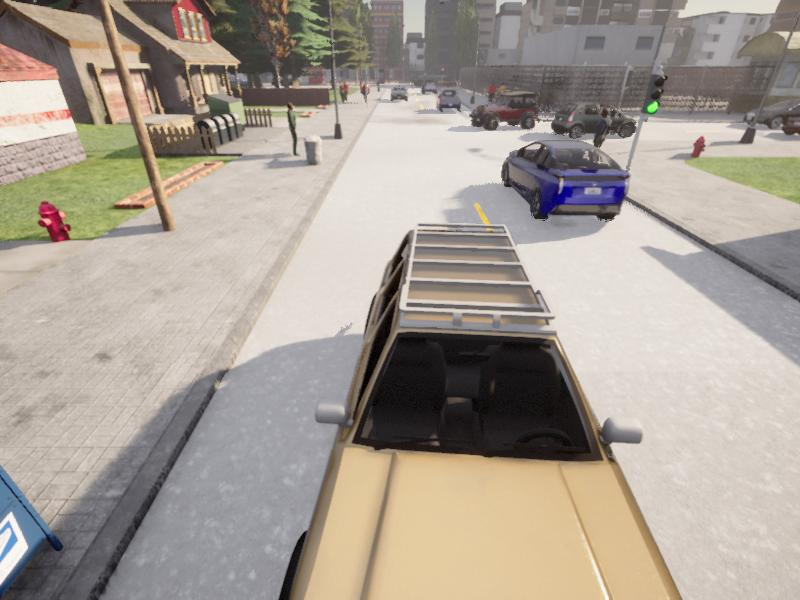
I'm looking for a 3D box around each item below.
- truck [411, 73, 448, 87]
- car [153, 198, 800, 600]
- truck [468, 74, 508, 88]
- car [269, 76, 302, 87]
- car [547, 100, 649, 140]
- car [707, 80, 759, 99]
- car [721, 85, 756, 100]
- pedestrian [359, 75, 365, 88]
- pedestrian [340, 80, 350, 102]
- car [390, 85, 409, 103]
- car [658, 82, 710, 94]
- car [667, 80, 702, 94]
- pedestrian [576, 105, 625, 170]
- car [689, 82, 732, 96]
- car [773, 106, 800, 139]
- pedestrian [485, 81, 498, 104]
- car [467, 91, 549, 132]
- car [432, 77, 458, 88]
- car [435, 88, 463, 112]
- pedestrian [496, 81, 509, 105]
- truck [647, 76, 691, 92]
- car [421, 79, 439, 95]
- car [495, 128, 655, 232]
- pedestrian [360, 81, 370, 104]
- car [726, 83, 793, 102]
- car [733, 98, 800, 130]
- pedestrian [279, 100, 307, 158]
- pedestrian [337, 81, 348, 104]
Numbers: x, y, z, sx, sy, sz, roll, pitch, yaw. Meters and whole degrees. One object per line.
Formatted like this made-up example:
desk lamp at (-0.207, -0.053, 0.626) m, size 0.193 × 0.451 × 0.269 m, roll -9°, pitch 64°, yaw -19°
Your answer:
truck at (5.277, -39.684, 72.237) m, size 6.274 × 2.098 × 2.390 m, roll -9°, pitch 31°, yaw -15°
car at (0.484, 0.724, 3.106) m, size 1.932 × 1.855 × 4.605 m, roll 2°, pitch 28°, yaw 4°
truck at (15.331, -38.279, 69.890) m, size 6.274 × 2.098 × 2.390 m, roll 0°, pitch 30°, yaw 0°
car at (-19.900, -38.138, 69.886) m, size 5.027 × 1.651 × 2.152 m, roll 0°, pitch 30°, yaw 0°
car at (9.921, -9.137, 20.245) m, size 3.988 × 1.617 × 1.851 m, roll -4°, pitch 30°, yaw -7°
car at (38.291, -24.290, 46.081) m, size 3.866 × 1.878 × 1.905 m, roll 0°, pitch 30°, yaw 0°
car at (37.430, -23.024, 44.316) m, size 2.207 × 1.379 × 1.481 m, roll 0°, pitch 30°, yaw 0°
pedestrian at (-6.113, -35.431, 64.834) m, size 0.751 × 1.860 × 0.751 m, roll -11°, pitch 32°, yaw -18°
pedestrian at (-5.226, -19.957, 38.237) m, size 0.751 × 1.860 × 0.751 m, roll 0°, pitch 30°, yaw 0°
car at (-0.063, -21.137, 40.939) m, size 1.816 × 1.474 × 4.193 m, roll 0°, pitch 30°, yaw 0°
car at (38.792, -29.014, 54.668) m, size 5.357 × 1.415 × 2.033 m, roll 0°, pitch 30°, yaw 0°
car at (38.633, -28.962, 54.435) m, size 1.789 × 1.547 × 3.705 m, roll 0°, pitch 30°, yaw 0°
pedestrian at (6.608, -5.364, 13.234) m, size 0.751 × 1.860 × 0.751 m, roll -16°, pitch 34°, yaw -25°
car at (39.211, -26.714, 50.593) m, size 3.633 × 1.501 × 1.845 m, roll 0°, pitch 30°, yaw 0°
car at (22.175, -8.999, 20.328) m, size 4.181 × 1.385 × 1.994 m, roll -1°, pitch 30°, yaw -1°
pedestrian at (8.406, -19.048, 36.749) m, size 0.751 × 1.860 × 0.751 m, roll -1°, pitch 30°, yaw -2°
car at (6.051, -10.793, 22.788) m, size 3.866 × 1.878 × 1.905 m, roll -8°, pitch 31°, yaw -15°
car at (7.828, -37.720, 69.367) m, size 3.988 × 1.617 × 1.851 m, roll -17°, pitch 34°, yaw -27°
car at (3.950, -16.372, 32.724) m, size 1.845 × 1.501 × 3.633 m, roll 0°, pitch 30°, yaw 0°
pedestrian at (9.137, -18.457, 35.738) m, size 0.751 × 1.860 × 0.751 m, roll 1°, pitch 30°, yaw 1°
truck at (38.952, -31.275, 57.934) m, size 4.478 × 2.038 × 2.069 m, roll 0°, pitch 30°, yaw 0°
car at (3.912, -28.581, 53.607) m, size 2.033 × 1.649 × 4.856 m, roll 0°, pitch 30°, yaw 0°
car at (3.986, -3.247, 10.162) m, size 2.007 × 1.525 × 4.514 m, roll 0°, pitch 30°, yaw 0°
pedestrian at (-3.141, -18.837, 36.327) m, size 0.751 × 1.860 × 0.751 m, roll 2°, pitch 30°, yaw 4°
car at (38.044, -22.042, 42.425) m, size 4.611 × 1.667 × 2.242 m, roll 0°, pitch 30°, yaw 0°
car at (23.324, -11.086, 23.781) m, size 4.902 × 1.511 × 2.128 m, roll 0°, pitch 30°, yaw 0°
pedestrian at (-3.935, -6.322, 14.808) m, size 0.751 × 1.860 × 0.751 m, roll -7°, pitch 31°, yaw -13°
pedestrian at (-5.202, -18.715, 36.103) m, size 0.751 × 1.860 × 0.751 m, roll 0°, pitch 30°, yaw 0°
